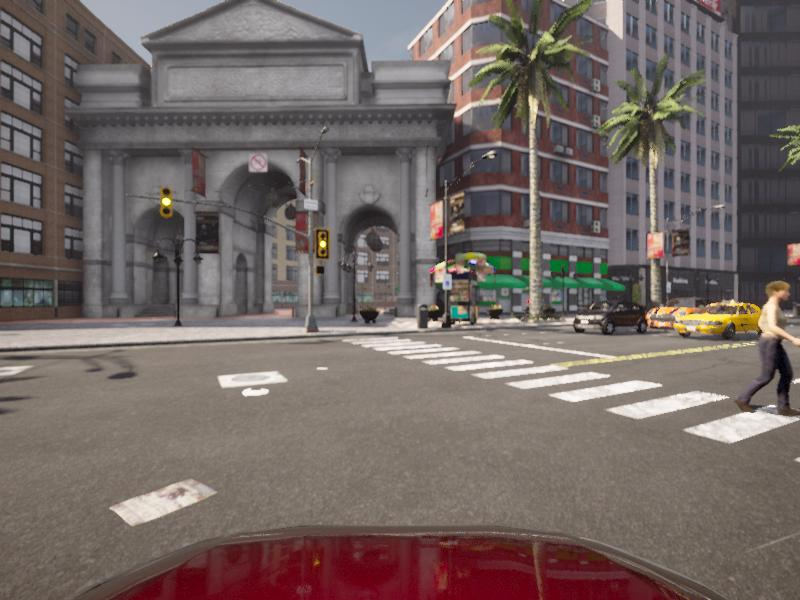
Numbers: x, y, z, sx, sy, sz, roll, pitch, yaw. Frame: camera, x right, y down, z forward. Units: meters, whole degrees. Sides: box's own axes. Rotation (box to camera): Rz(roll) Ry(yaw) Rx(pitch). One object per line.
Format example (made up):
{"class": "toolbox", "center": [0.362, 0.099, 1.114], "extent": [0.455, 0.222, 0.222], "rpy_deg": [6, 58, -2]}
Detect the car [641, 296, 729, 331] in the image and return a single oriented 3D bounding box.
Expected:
{"class": "car", "center": [15.644, 0.668, 21.928], "extent": [4.553, 1.767, 2.097], "rpy_deg": [0, 0, -28]}

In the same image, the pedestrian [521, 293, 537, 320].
{"class": "pedestrian", "center": [9.203, 0.453, 28.576], "extent": [0.751, 1.860, 0.751], "rpy_deg": [0, 0, -26]}

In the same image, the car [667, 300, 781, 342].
{"class": "car", "center": [13.821, 0.781, 16.993], "extent": [5.366, 1.575, 1.801], "rpy_deg": [0, 0, -28]}

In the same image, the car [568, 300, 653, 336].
{"class": "car", "center": [9.965, 0.793, 18.937], "extent": [3.705, 1.549, 1.789], "rpy_deg": [0, 0, -28]}

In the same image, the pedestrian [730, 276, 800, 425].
{"class": "pedestrian", "center": [5.098, 0.630, 5.471], "extent": [0.751, 1.860, 0.751], "rpy_deg": [0, 0, -38]}
